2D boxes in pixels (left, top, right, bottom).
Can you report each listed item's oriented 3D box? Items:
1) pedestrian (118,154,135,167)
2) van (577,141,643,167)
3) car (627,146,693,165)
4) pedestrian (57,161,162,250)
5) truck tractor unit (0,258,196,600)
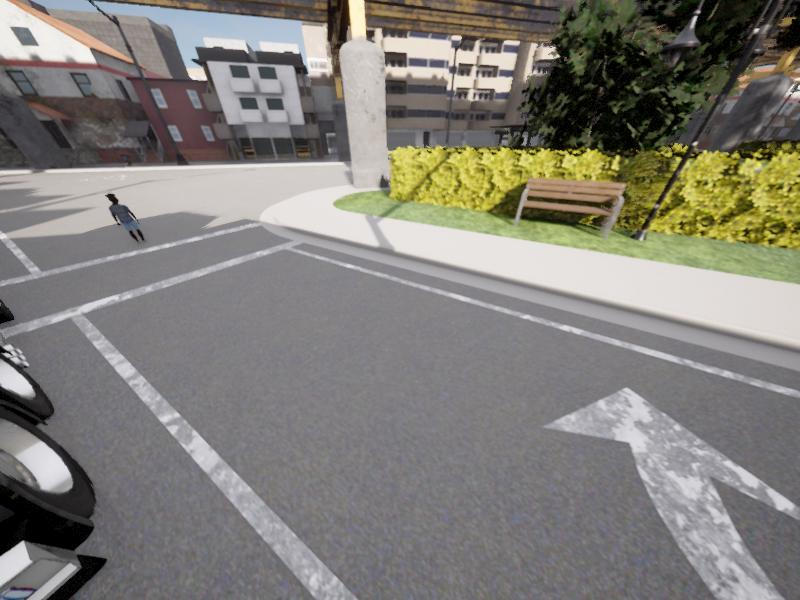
[{"bbox_3d":[-26.468,-13.502,22.375,0.500,1.100,0.500,-10,36,-14],"label":"pedestrian"},{"bbox_3d":[20.828,-14.632,23.072,4.480,2.038,2.069,-9,36,-12],"label":"van"},{"bbox_3d":[27.709,-15.491,24.650,5.366,1.575,1.801,-9,36,-12],"label":"car"},{"bbox_3d":[-7.018,-2.336,5.751,0.751,1.860,0.751,-22,40,-28],"label":"pedestrian"},{"bbox_3d":[-5.102,-0.311,0.787,6.516,4.208,3.053,19,39,25],"label":"truck tractor unit"}]
